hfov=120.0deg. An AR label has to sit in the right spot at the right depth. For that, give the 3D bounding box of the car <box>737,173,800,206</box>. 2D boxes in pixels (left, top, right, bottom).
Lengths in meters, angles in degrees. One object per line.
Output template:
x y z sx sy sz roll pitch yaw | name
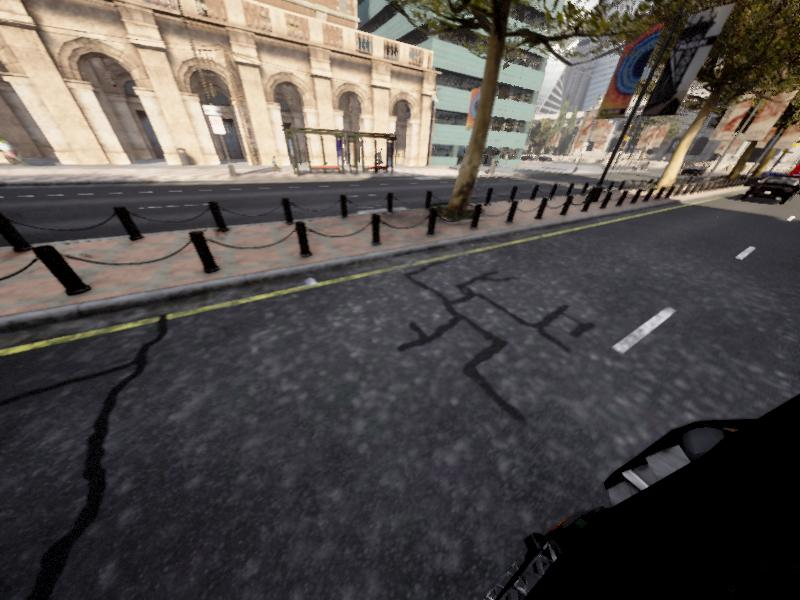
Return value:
26.376 -7.860 16.178 5.238 1.638 1.930 -16 38 -26 | car

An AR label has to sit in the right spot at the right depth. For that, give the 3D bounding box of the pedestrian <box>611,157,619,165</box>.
61.419 -39.732 66.036 0.751 1.860 0.751 -13 37 -22 | pedestrian

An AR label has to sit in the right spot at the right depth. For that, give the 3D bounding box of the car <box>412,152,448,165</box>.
4.505 -21.334 34.756 4.786 1.482 2.161 -16 38 -26 | car

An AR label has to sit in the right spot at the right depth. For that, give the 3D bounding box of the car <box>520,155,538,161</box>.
39.381 -43.257 70.448 1.994 1.385 4.181 -16 38 -25 | car

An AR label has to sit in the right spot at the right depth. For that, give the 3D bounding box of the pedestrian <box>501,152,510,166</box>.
16.601 -22.140 36.362 0.751 1.860 0.751 17 36 21 | pedestrian

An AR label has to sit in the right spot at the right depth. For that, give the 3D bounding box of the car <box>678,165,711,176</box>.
50.210 -22.001 39.346 5.357 1.411 2.033 -16 38 -26 | car

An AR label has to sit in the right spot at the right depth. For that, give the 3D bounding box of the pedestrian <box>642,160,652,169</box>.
56.095 -30.761 52.464 0.751 1.860 0.751 -15 38 -24 | pedestrian

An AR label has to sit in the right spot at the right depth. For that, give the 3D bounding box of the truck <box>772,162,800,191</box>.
42.873 -12.949 24.274 5.204 2.467 2.627 -16 38 -26 | truck

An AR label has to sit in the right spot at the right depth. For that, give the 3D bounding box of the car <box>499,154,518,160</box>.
36.440 -48.377 77.895 2.033 1.411 5.357 -27 44 -36 | car

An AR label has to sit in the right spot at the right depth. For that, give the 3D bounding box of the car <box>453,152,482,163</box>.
12.452 -26.304 42.722 4.902 1.511 2.128 -16 38 -26 | car

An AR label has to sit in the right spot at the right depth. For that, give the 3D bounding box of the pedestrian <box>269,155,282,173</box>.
-8.949 -9.736 16.570 0.500 1.100 0.500 -20 40 -31 | pedestrian

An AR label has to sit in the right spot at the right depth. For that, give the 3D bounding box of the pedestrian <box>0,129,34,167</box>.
-23.526 -9.089 13.844 0.751 1.860 0.751 -16 38 -26 | pedestrian

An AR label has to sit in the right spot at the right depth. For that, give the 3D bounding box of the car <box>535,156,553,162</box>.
45.610 -44.838 73.276 1.994 1.385 4.181 -18 39 -28 | car

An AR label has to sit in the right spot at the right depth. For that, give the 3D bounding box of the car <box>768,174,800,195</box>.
37.222 -10.914 21.702 3.806 1.475 1.970 -16 38 -26 | car

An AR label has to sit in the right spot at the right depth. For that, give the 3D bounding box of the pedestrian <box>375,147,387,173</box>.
-1.685 -12.193 20.102 0.751 1.860 0.751 -16 38 -26 | pedestrian
